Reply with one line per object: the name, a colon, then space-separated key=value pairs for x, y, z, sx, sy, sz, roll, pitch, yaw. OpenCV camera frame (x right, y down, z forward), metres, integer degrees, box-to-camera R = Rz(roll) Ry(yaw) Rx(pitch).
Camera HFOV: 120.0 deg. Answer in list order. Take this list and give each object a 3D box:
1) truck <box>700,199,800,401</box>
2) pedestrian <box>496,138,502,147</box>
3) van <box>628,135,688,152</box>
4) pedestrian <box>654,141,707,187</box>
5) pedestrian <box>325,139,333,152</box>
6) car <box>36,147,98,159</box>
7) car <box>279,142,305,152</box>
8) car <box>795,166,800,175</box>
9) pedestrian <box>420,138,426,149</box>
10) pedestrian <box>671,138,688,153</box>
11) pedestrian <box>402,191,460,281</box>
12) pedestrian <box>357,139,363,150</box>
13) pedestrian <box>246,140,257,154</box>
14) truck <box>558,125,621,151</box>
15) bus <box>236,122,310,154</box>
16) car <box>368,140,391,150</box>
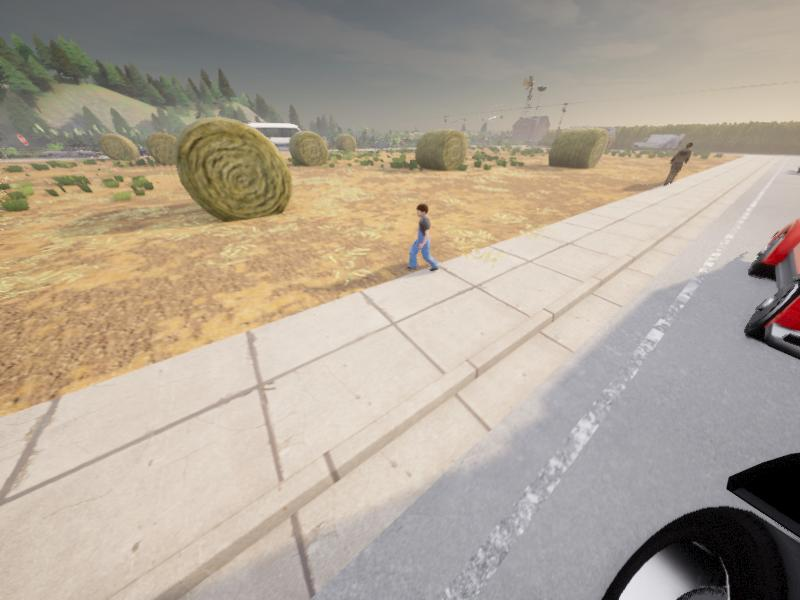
truck: x=6.573 y=-0.542 z=2.480 sx=5.204 sy=2.467 sz=2.627 roll=-22 pitch=40 yaw=-28
pedestrian: x=23.745 y=-37.821 z=55.487 sx=0.751 sy=1.860 sz=0.751 roll=-20 pitch=40 yaw=-25
van: x=45.554 y=-27.910 z=41.071 sx=2.351 sy=2.431 sz=6.366 roll=-22 pitch=41 yaw=-27
pedestrian: x=13.543 y=-6.581 z=11.212 sx=0.751 sy=1.860 sz=0.751 roll=-21 pitch=40 yaw=-26
pedestrian: x=-12.444 y=-27.157 z=40.587 sx=0.751 sy=1.860 sz=0.751 roll=3 pitch=35 yaw=5
car: x=-47.082 y=-20.939 z=32.837 sx=4.718 sy=1.301 sz=1.895 roll=-20 pitch=39 yaw=-25
car: x=-21.221 y=-30.111 z=45.487 sx=4.193 sy=1.474 sz=1.816 roll=-19 pitch=39 yaw=-25
car: x=29.559 y=-9.434 z=15.865 sx=4.181 sy=1.385 sz=1.994 roll=-22 pitch=41 yaw=-28
pedestrian: x=5.015 y=-34.243 z=50.500 sx=0.751 sy=1.860 sz=0.751 roll=-17 pitch=38 yaw=-22
pedestrian: x=41.768 y=-23.151 z=34.538 sx=0.751 sy=1.860 sz=0.751 roll=-17 pitch=39 yaw=-23
pedestrian: x=0.464 y=-1.124 z=4.062 sx=0.751 sy=1.300 sz=0.751 roll=-5 pitch=35 yaw=-7
pedestrian: x=-7.752 y=-30.174 z=44.828 sx=0.751 sy=1.860 sz=0.751 roll=-20 pitch=40 yaw=-26
pedestrian: x=-23.214 y=-23.934 z=36.101 sx=0.751 sy=1.860 sz=0.751 roll=-3 pitch=35 yaw=-3
truck: x=37.092 y=-32.049 z=45.796 sx=2.891 sy=3.827 sz=8.468 roll=-21 pitch=40 yaw=-27
bus: x=-22.224 y=-28.574 z=40.903 sx=10.273 sy=4.253 sz=3.944 roll=-20 pitch=39 yaw=-25
car: x=-4.761 y=-35.955 z=53.513 sx=4.856 sy=1.649 sz=2.033 roll=-20 pitch=39 yaw=-25
